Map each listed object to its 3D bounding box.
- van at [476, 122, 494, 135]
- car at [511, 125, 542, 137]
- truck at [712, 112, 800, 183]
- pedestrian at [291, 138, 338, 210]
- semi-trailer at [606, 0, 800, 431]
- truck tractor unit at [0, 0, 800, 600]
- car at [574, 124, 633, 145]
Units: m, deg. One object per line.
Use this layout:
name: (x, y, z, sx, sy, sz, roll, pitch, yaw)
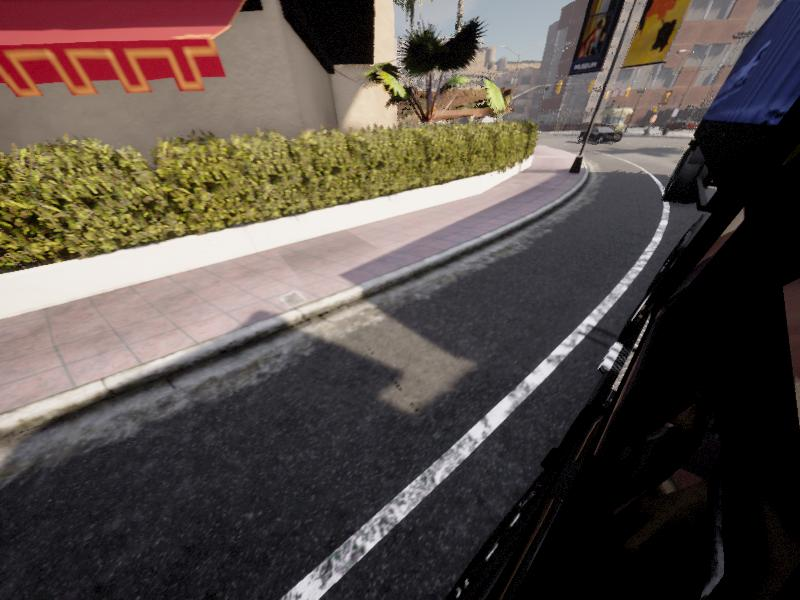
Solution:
van: (21.880, -44.308, 59.703, 1.988, 2.561, 5.915, -5, 37, -3)
car: (24.458, -32.824, 44.908, 2.152, 1.651, 5.027, -12, 38, -12)
truck: (17.247, -6.600, 9.711, 2.390, 2.098, 6.274, 15, 40, 22)
pedestrian: (-2.657, -3.976, 7.329, 0.751, 1.860, 0.751, -28, 43, -30)
semi-trailer: (8.287, -3.845, 4.608, 2.717, 4.402, 14.254, 29, 47, 35)
truck tractor unit: (2.645, -0.295, 0.352, 6.516, 4.208, 3.053, -28, 44, -30)
car: (22.004, -18.152, 25.327, 1.930, 1.638, 5.238, -2, 37, 1)
